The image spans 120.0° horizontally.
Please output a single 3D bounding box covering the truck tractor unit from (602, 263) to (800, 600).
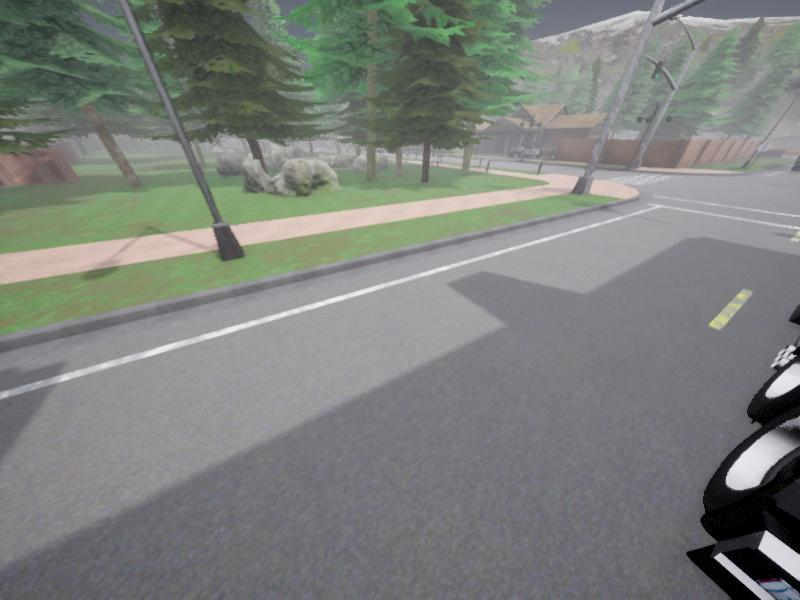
[{"bbox_3d":[5.111,-0.300,0.791,6.516,4.208,3.053,-18,39,-24],"label":"truck tractor unit"}]

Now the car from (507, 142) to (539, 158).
[{"bbox_3d":[17.862,-21.763,33.514,3.866,1.878,1.905,-19,39,-25],"label":"car"}]

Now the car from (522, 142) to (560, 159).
[{"bbox_3d":[19.500,-20.646,31.920,4.605,1.855,1.932,-19,39,-25],"label":"car"}]

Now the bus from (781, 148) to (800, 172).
[{"bbox_3d":[40.961,-14.217,21.034,10.273,4.253,3.944,-18,39,-24],"label":"bus"}]
